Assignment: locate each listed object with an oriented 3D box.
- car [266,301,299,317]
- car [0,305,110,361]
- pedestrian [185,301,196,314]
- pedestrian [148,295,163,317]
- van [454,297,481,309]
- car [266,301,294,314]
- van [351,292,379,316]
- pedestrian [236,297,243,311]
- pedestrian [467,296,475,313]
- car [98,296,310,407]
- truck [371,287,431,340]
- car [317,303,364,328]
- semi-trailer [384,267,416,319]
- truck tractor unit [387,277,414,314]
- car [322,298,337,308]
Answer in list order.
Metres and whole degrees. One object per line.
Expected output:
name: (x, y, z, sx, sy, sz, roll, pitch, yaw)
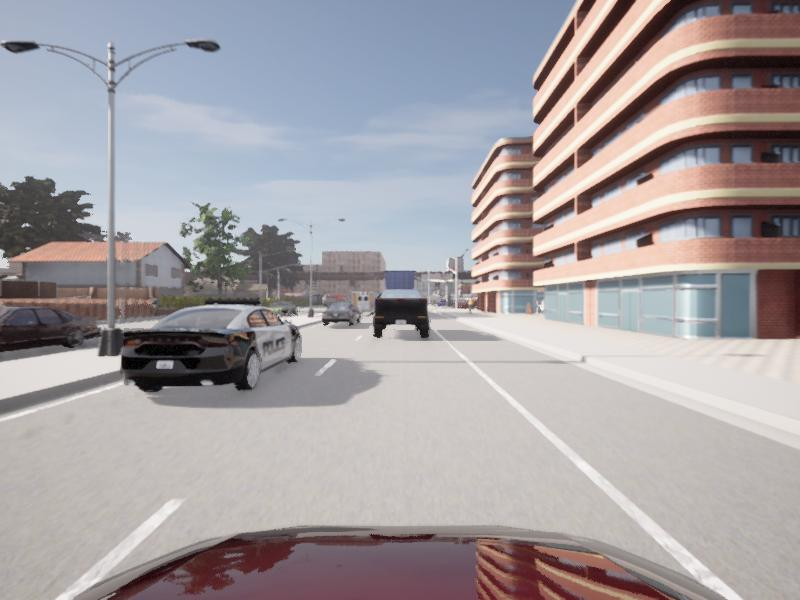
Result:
car: (-11.457, 0.848, 39.324, 2.007, 1.525, 4.514, 0, 0, 0)
car: (-11.505, 0.900, 11.765, 2.033, 1.411, 5.357, 0, 0, 0)
pedestrian: (-21.039, 0.785, 40.160, 0.751, 1.300, 0.751, 0, 0, -3)
pedestrian: (-20.640, 0.502, 33.781, 0.751, 1.860, 0.751, 0, 0, 0)
van: (12.057, 0.601, 71.950, 4.480, 2.038, 2.069, -1, 0, -2)
car: (-14.905, 0.853, 49.952, 2.038, 1.542, 4.974, 0, 0, 0)
van: (-3.628, 0.396, 42.756, 2.351, 2.431, 6.366, 0, 0, 1)
pedestrian: (-20.947, 0.511, 52.240, 0.751, 1.860, 0.751, 0, 0, -6)
pedestrian: (7.845, 0.494, 44.319, 0.751, 1.860, 0.751, 0, 0, 19)
car: (-3.494, 0.775, 8.539, 1.930, 1.638, 5.238, 0, 0, 0)
truck: (0.039, 0.551, 18.983, 2.390, 2.098, 6.274, 0, 0, 0)
car: (-3.639, 0.907, 25.594, 2.033, 1.411, 5.357, 0, 0, 2)
semi-trailer: (0.008, -0.596, 40.816, 2.717, 4.402, 14.254, 0, 0, 0)
truck tractor unit: (-0.005, -0.498, 48.730, 3.053, 4.208, 6.516, 0, 0, -1)
car: (-14.871, 0.610, 85.138, 2.150, 2.045, 5.566, 0, 0, 0)
